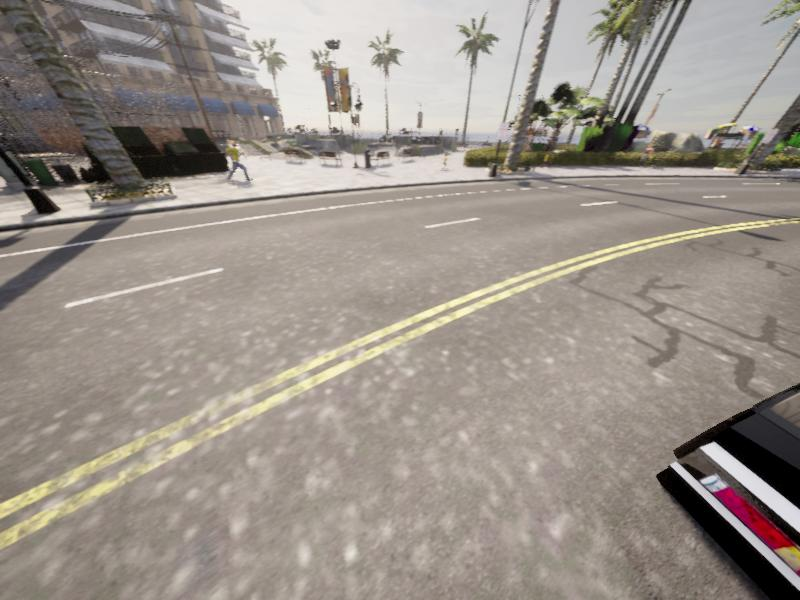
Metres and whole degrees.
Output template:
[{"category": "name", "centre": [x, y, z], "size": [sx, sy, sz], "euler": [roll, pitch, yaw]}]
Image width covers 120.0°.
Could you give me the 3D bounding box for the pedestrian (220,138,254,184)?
[{"category": "pedestrian", "centre": [-7.880, -6.766, 11.254], "size": [0.751, 1.860, 0.751], "euler": [-16, 39, -22]}]

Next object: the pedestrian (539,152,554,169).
[{"category": "pedestrian", "centre": [11.629, -11.111, 18.377], "size": [0.500, 1.100, 0.500], "euler": [-6, 36, -9]}]

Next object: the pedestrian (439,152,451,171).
[{"category": "pedestrian", "centre": [3.158, -9.767, 16.324], "size": [0.500, 1.100, 0.500], "euler": [-15, 39, -21]}]

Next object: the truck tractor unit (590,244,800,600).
[{"category": "truck tractor unit", "centre": [5.317, -0.009, 0.400], "size": [6.516, 4.208, 3.053], "euler": [-8, 37, -12]}]

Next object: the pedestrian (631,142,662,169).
[{"category": "pedestrian", "centre": [20.216, -11.893, 18.999], "size": [0.751, 1.860, 0.751], "euler": [-4, 36, -7]}]
